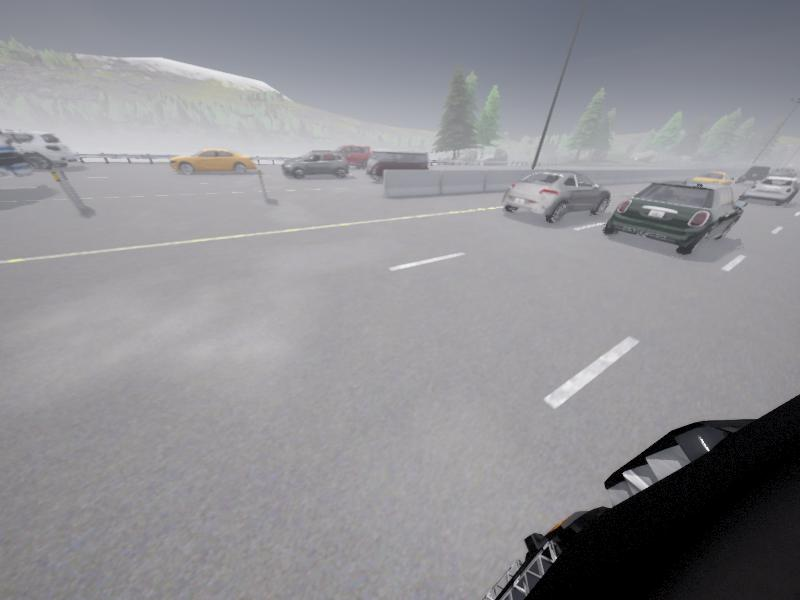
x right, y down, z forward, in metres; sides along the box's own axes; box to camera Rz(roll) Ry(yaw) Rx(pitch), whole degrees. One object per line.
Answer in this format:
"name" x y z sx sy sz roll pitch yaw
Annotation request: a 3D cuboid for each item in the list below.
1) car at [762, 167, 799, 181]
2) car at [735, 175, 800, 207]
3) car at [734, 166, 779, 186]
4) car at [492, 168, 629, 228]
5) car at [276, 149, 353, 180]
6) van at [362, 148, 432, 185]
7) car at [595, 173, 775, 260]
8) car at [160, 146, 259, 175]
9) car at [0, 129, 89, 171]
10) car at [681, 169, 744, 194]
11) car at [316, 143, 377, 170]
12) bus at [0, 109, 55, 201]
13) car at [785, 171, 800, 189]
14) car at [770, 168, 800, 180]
"car" 60.716 -20.067 36.888 4.611 1.667 2.242 -15 38 -27
"car" 25.079 -7.409 15.524 3.806 1.475 1.970 -16 38 -26
"car" 42.766 -14.943 27.727 3.866 1.878 1.905 -16 38 -26
"car" 6.576 -4.388 9.523 5.027 1.651 2.152 -16 38 -26
"car" -6.023 -9.756 16.614 4.611 1.667 2.242 -16 38 -26
"van" -0.200 -9.318 16.095 4.442 1.987 1.775 -16 38 -26
"car" 8.864 -2.873 7.264 4.553 1.767 2.097 -16 38 -26
"car" -13.136 -9.899 16.431 5.008 1.535 1.882 -16 38 -26
"car" -24.209 -9.163 14.068 5.566 2.045 2.150 -16 38 -26
"car" 26.523 -10.113 19.590 5.366 1.575 1.801 -16 38 -26
"car" -5.344 -14.595 23.576 5.566 2.045 2.150 -16 38 -26
"bus" -19.165 -4.709 5.768 10.273 4.253 3.944 -16 38 -26
"car" 46.736 -13.729 26.453 3.988 1.617 1.851 -16 38 -26
"car" 67.482 -22.009 40.332 4.856 1.649 2.033 -16 38 -26
